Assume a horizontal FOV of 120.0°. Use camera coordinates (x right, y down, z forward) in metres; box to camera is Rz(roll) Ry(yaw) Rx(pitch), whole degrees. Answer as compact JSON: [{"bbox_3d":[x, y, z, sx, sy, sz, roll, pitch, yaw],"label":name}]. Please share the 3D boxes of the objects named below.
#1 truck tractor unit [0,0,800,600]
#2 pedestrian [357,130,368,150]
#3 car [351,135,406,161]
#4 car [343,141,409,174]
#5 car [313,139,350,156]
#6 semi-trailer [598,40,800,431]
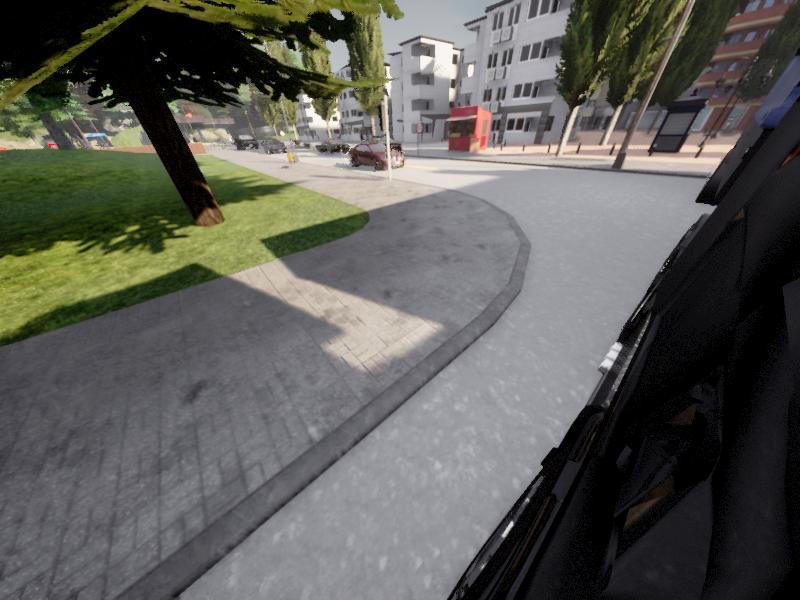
[{"bbox_3d":[2.645,-0.295,0.351,6.516,4.208,3.053,-28,44,-30],"label":"truck tractor unit"},{"bbox_3d":[-4.405,-18.694,27.025,0.751,1.860,0.751,26,46,33],"label":"pedestrian"},{"bbox_3d":[-1.986,-13.439,20.280,1.930,1.638,5.238,-29,44,-30],"label":"car"},{"bbox_3d":[-1.653,-9.411,15.070,1.812,1.442,4.674,-28,44,-30],"label":"car"},{"bbox_3d":[-7.734,-17.225,25.978,1.895,1.301,4.718,-29,44,-30],"label":"car"},{"bbox_3d":[8.672,-3.635,4.236,14.254,4.402,2.717,-29,44,-30],"label":"semi-trailer"}]
